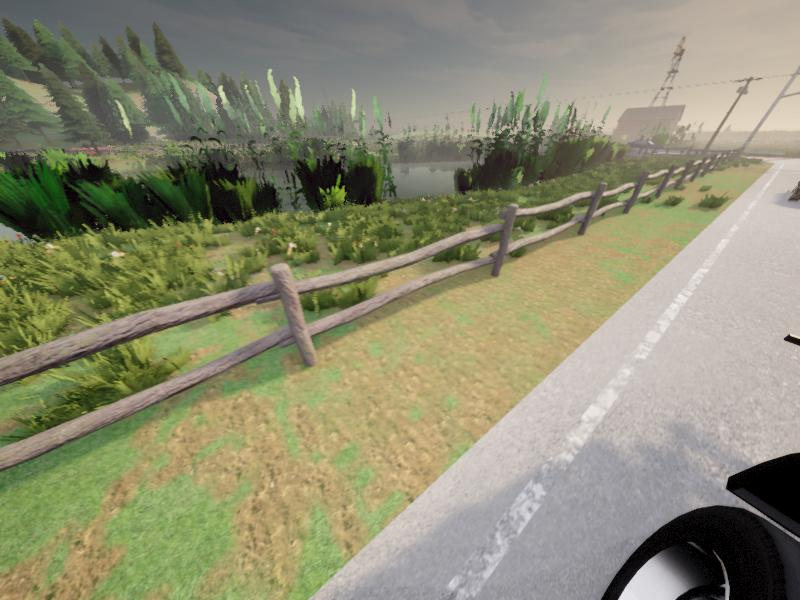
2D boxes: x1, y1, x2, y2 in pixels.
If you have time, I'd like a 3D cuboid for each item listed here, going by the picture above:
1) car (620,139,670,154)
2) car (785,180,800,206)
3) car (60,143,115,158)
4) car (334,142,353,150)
[{"bbox_3d":[36.178,-22.810,34.243,1.812,1.442,4.674,-20,42,-26],"label":"car"},{"bbox_3d":[17.836,-4.645,9.231,4.181,1.385,1.994,-22,41,-28],"label":"car"},{"bbox_3d":[-47.700,-23.075,35.470,4.553,1.767,2.097,-25,42,-31],"label":"car"},{"bbox_3d":[-13.565,-37.203,55.621,3.806,1.475,1.970,-20,40,-26],"label":"car"}]
